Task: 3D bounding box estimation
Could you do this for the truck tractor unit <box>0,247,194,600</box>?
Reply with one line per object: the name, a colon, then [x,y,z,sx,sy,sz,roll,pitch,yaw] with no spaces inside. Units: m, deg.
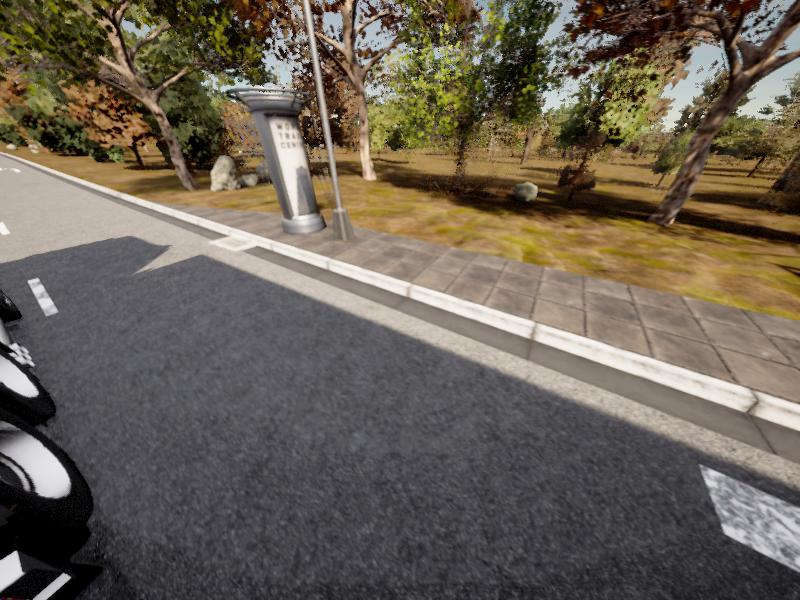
truck tractor unit: [-5.081,-0.329,0.818,6.516,4.208,3.053,20,39,25]
